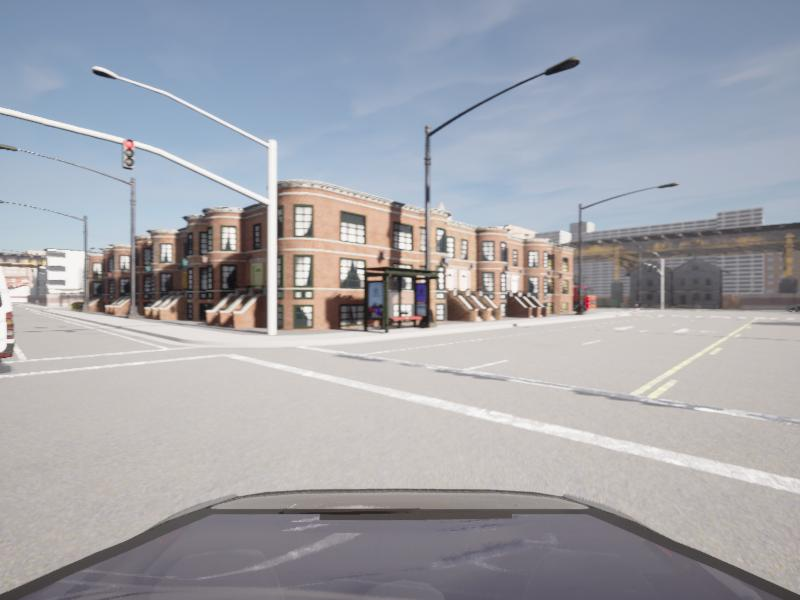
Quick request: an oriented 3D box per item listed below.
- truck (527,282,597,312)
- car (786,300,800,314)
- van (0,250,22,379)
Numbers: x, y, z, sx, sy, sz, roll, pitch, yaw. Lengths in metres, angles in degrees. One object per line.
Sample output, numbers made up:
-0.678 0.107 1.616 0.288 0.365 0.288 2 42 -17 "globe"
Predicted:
21.930 -0.347 54.627 8.468 3.827 2.891 0 0 44 "truck"
46.464 0.831 45.441 3.705 1.549 1.789 0 0 44 "car"
-10.848 0.298 8.744 5.915 2.561 1.988 0 1 29 "van"
